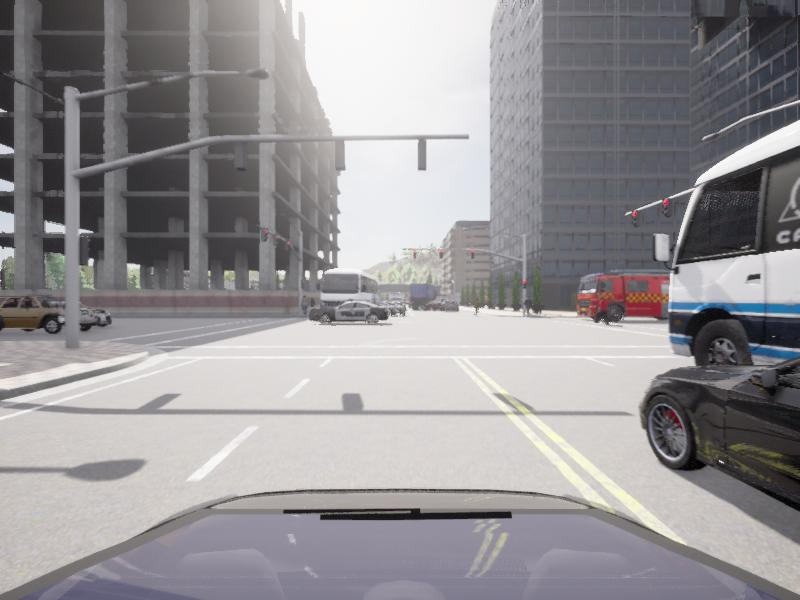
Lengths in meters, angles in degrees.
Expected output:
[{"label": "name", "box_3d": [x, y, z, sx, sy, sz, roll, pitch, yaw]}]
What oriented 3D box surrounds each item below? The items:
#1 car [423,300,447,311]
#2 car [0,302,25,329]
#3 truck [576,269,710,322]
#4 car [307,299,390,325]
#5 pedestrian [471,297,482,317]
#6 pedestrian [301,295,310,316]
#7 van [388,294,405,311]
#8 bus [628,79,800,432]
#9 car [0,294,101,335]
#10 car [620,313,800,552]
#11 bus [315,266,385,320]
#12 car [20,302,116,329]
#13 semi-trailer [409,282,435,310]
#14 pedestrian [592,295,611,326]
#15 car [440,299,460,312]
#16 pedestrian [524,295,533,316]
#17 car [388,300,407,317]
[{"label": "car", "box_3d": [5.116, 0.816, 59.419, 1.882, 1.535, 5.008, 0, 0, -16]}, {"label": "car", "box_3d": [-24.479, 0.867, 22.738, 4.674, 1.442, 1.812, 0, 0, 0]}, {"label": "truck", "box_3d": [18.252, -0.323, 30.479, 8.468, 3.827, 2.891, 0, 0, 0]}, {"label": "car", "box_3d": [-3.301, 0.769, 26.439, 5.238, 1.638, 1.930, 0, 0, -1]}, {"label": "pedestrian", "box_3d": [7.280, 0.634, 38.039, 0.751, 1.860, 0.751, 0, 0, -17]}, {"label": "pedestrian", "box_3d": [-8.619, 0.481, 36.560, 0.751, 1.860, 0.751, 0, 0, -16]}, {"label": "van", "box_3d": [-0.524, 0.373, 60.880, 2.351, 2.431, 6.366, 0, 0, 0]}, {"label": "bus", "box_3d": [6.810, -0.534, 3.288, 3.944, 4.253, 10.273, 0, 0, 0]}, {"label": "car", "box_3d": [-17.423, 0.650, 19.269, 4.605, 1.855, 1.932, 0, 0, 2]}, {"label": "car", "box_3d": [3.434, 0.870, 2.244, 1.812, 1.442, 4.674, 0, 0, 0]}, {"label": "bus", "box_3d": [-4.186, -0.532, 36.828, 3.944, 4.253, 10.273, 1, 0, 6]}, {"label": "car", "box_3d": [-18.766, 0.851, 22.742, 3.806, 1.475, 1.970, 0, 0, 0]}, {"label": "semi-trailer", "box_3d": [4.005, -0.623, 68.792, 2.717, 4.402, 14.254, 0, 0, 10]}, {"label": "pedestrian", "box_3d": [12.540, 0.635, 24.876, 0.751, 1.860, 0.751, 0, 0, -32]}, {"label": "car", "box_3d": [6.802, 0.758, 55.012, 2.242, 1.667, 4.611, 0, 0, 0]}, {"label": "pedestrian", "box_3d": [11.699, 0.482, 36.427, 0.751, 1.860, 0.751, 0, 0, 13]}, {"label": "car", "box_3d": [-0.261, 0.812, 39.834, 1.789, 1.549, 3.705, 0, 0, -2]}]
